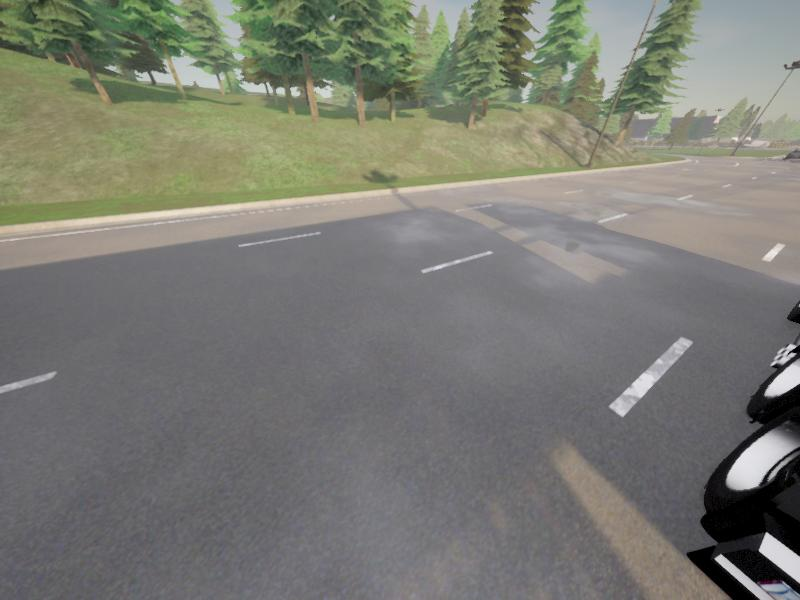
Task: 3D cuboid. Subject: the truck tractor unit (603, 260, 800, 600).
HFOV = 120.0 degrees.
[{"bbox_3d":[5.101,-0.312,0.787,6.516,4.208,3.053,-19,39,-24],"label":"truck tractor unit"}]
